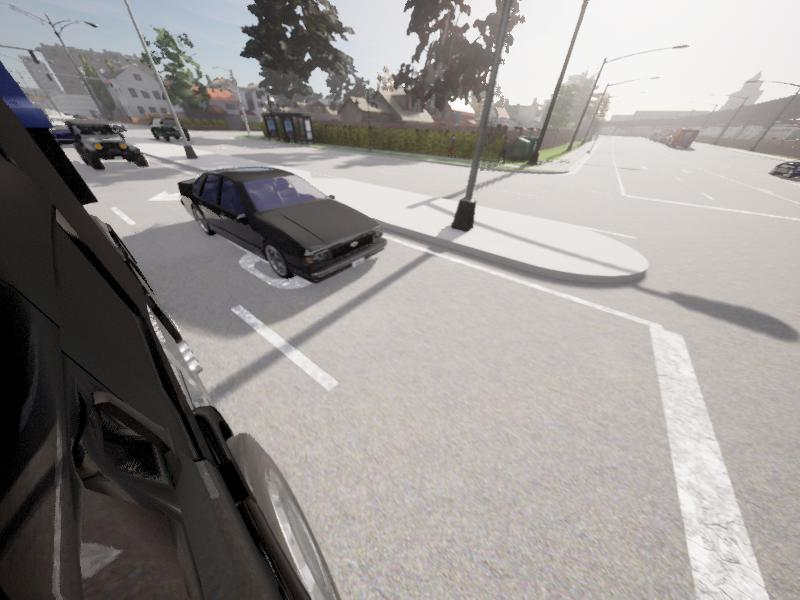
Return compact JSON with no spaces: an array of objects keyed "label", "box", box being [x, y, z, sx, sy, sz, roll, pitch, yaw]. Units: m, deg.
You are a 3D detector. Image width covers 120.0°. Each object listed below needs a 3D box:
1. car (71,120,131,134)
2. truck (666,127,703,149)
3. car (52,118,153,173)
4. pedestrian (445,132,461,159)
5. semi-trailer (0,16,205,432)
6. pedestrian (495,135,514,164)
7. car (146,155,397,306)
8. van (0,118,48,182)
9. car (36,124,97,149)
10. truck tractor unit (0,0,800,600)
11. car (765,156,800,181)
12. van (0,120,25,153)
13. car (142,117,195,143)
[{"label":"car","box":[-40.420,-23.431,31.327,1.895,1.301,4.718,26,43,28]},{"label":"truck","box":[65.177,-37.456,53.218,2.891,3.827,8.468,25,44,27]},{"label":"car","box":[-14.710,-7.730,11.470,3.866,1.878,1.905,25,42,27]},{"label":"pedestrian","box":[4.470,-13.110,19.633,0.751,1.860,0.751,23,41,25]},{"label":"semi-trailer","box":[-8.921,-3.443,3.995,14.254,4.402,2.717,25,42,27]},{"label":"pedestrian","box":[8.121,-11.694,17.973,0.751,1.860,0.751,23,41,25]},{"label":"car","box":[-2.831,-1.963,4.932,5.357,1.411,2.033,25,42,27]},{"label":"van","box":[-16.406,-5.993,8.928,4.480,2.038,2.069,25,42,27]},{"label":"car","box":[-25.852,-12.704,17.908,4.718,1.301,1.895,25,42,27]},{"label":"truck tractor unit","box":[-2.645,-0.295,0.351,6.516,4.208,3.053,28,44,30]},{"label":"car","box":[33.341,-10.916,19.164,1.970,1.475,3.806,25,42,27]},{"label":"van","box":[-26.234,-10.591,14.438,4.480,2.038,2.069,25,42,27]},{"label":"car","box":[-25.378,-18.720,25.362,5.566,2.045,2.150,25,42,27]}]
